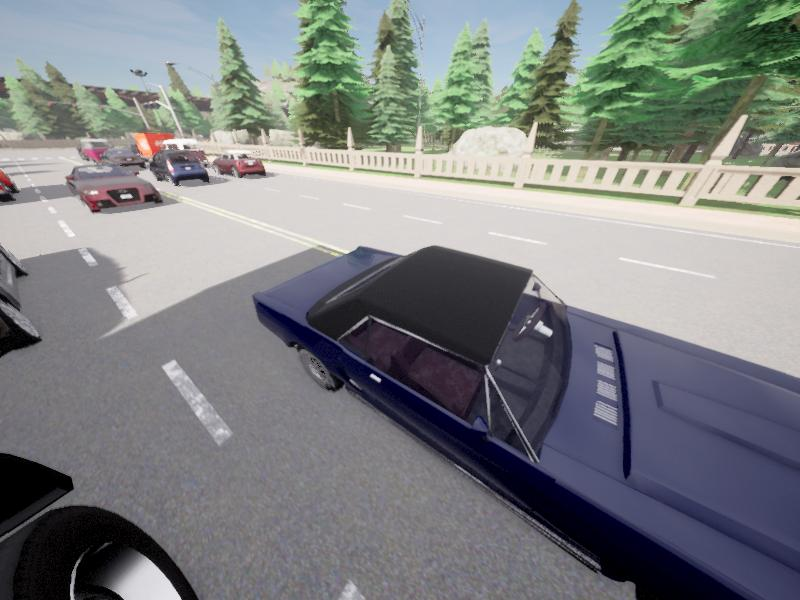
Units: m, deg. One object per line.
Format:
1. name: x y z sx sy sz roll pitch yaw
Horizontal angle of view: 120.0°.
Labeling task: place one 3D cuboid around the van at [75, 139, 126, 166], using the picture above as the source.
1. van: -29.220 -14.481 22.551 4.442 1.987 1.775 22 41 28

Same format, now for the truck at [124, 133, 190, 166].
1. truck: -24.191 -15.096 23.040 5.204 2.467 2.627 22 41 28

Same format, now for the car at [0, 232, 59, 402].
1. car: -6.612 -0.219 2.757 5.238 1.638 1.930 22 41 28

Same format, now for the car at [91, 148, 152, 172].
1. car: -23.379 -11.863 19.389 5.357 1.411 2.033 22 41 28

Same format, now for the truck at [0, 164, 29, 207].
1. truck: -17.849 -5.131 8.933 5.204 2.467 2.627 22 41 28

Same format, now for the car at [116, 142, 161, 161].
1. car: -30.337 -17.249 26.786 4.856 1.649 2.033 22 41 28

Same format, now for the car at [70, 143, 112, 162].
1. car: -33.939 -16.224 25.369 3.705 1.549 1.789 22 41 28

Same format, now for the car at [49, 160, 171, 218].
1. car: -11.318 -4.483 9.018 4.181 1.385 1.994 22 41 28

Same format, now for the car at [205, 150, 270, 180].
1. car: -11.155 -9.383 15.883 3.806 1.475 1.970 22 41 28

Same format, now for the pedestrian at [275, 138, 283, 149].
1. pedestrian: -24.457 -31.688 46.827 0.751 1.860 0.751 23 41 29

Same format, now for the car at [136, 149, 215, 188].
1. car: -13.015 -7.733 13.412 3.988 1.617 1.851 22 41 28

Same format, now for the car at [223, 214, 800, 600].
1. car: 0.765 0.465 2.139 4.718 1.301 1.895 22 41 28

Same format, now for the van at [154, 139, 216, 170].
1. van: -18.514 -12.610 19.919 4.480 2.038 2.069 22 40 28
